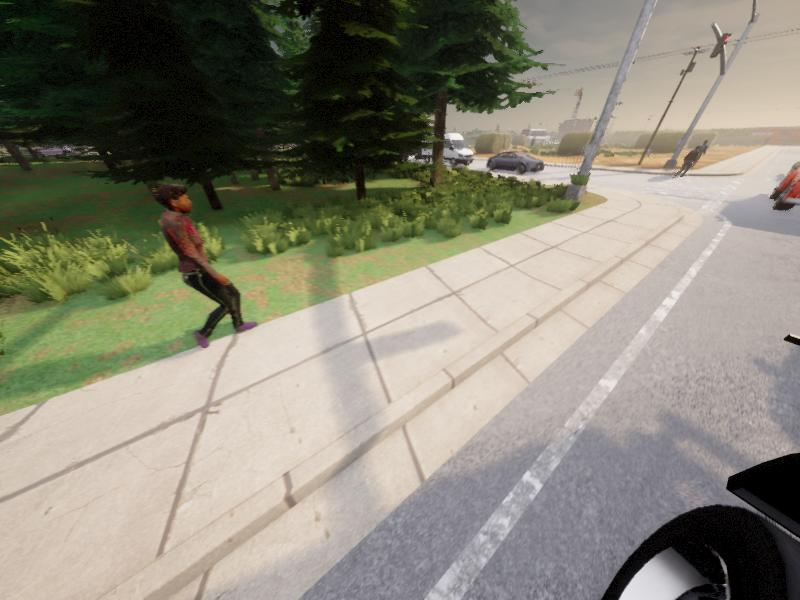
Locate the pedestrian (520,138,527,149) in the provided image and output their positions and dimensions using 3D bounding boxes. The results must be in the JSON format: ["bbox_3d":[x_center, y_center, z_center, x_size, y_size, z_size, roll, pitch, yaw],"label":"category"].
[{"bbox_3d":[25.019,-31.729,46.734,0.751,1.860,0.751,9,36,13],"label":"pedestrian"}]

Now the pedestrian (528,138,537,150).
[{"bbox_3d":[24.180,-28.513,42.183,0.751,1.860,0.751,3,35,5],"label":"pedestrian"}]

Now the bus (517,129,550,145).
[{"bbox_3d":[45.420,-55.542,78.528,10.273,4.253,3.944,-20,40,-25],"label":"bus"}]

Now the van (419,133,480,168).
[{"bbox_3d":[4.526,-14.620,22.437,1.988,2.561,5.915,-22,40,-27],"label":"van"}]

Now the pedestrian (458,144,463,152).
[{"bbox_3d":[10.239,-25.884,39.256,0.500,1.100,0.500,-8,36,-10],"label":"pedestrian"}]

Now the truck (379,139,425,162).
[{"bbox_3d":[0.080,-18.171,27.890,2.390,2.098,6.274,-22,40,-27],"label":"truck"}]

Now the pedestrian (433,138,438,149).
[{"bbox_3d":[7.503,-33.110,48.858,0.751,1.860,0.751,-5,36,-7],"label":"pedestrian"}]

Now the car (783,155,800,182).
[{"bbox_3d":[25.124,-7.900,13.695,4.181,1.385,1.994,-24,42,-30],"label":"car"}]

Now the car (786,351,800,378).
[{"bbox_3d":[7.143,0.101,2.391,4.902,1.511,2.128,-17,38,-22],"label":"car"}]

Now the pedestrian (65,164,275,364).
[{"bbox_3d":[-2.129,-0.340,2.487,0.751,1.860,0.751,-24,41,-29],"label":"pedestrian"}]

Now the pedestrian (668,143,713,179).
[{"bbox_3d":[17.985,-8.614,14.337,0.751,1.860,0.751,-11,37,-15],"label":"pedestrian"}]

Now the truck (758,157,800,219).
[{"bbox_3d":[15.521,-4.332,7.790,5.204,2.467,2.627,-23,41,-28],"label":"truck"}]

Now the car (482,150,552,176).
[{"bbox_3d":[8.774,-10.606,17.723,1.994,1.385,4.181,-22,41,-27],"label":"car"}]

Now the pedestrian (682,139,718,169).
[{"bbox_3d":[22.108,-10.794,17.098,0.751,1.860,0.751,22,41,28],"label":"pedestrian"}]

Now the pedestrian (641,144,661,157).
[{"bbox_3d":[29.096,-17.338,26.793,0.751,1.300,0.751,-8,36,-10],"label":"pedestrian"}]
